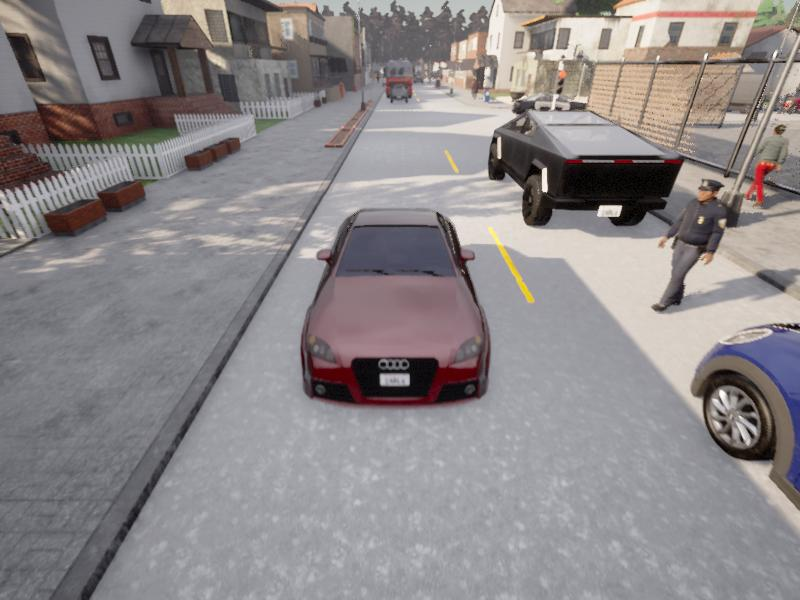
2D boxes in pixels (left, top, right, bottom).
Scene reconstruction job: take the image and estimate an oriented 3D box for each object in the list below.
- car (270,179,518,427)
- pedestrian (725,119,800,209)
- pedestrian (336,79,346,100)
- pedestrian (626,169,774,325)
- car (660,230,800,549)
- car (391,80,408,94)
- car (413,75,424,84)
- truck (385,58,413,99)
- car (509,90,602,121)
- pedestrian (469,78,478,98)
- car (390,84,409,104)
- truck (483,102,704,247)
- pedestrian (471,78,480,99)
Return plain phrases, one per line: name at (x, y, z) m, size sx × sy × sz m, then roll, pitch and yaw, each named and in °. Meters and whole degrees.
car at (-0.048, -0.409, 5.373) m, size 1.994 × 1.385 × 4.181 m, roll 0°, pitch 30°, yaw 0°
pedestrian at (8.617, -3.188, 9.407) m, size 0.751 × 1.860 × 0.751 m, roll 8°, pitch 31°, yaw 13°
pedestrian at (-5.786, -20.783, 39.533) m, size 0.751 × 1.860 × 0.751 m, roll 0°, pitch 30°, yaw 0°
pedestrian at (3.870, -0.692, 5.328) m, size 0.751 × 1.860 × 0.751 m, roll -7°, pitch 31°, yaw -11°
car at (3.955, 1.287, 2.050) m, size 2.097 × 1.767 × 4.553 m, roll 0°, pitch 30°, yaw 0°
car at (-0.101, -28.553, 53.491) m, size 2.163 × 1.488 × 4.792 m, roll 0°, pitch 30°, yaw 0°
car at (3.868, -45.538, 82.556) m, size 2.038 × 1.542 × 4.974 m, roll 0°, pitch 30°, yaw 0°
truck at (-0.097, -25.277, 45.552) m, size 2.891 × 3.827 × 8.468 m, roll 0°, pitch 30°, yaw 0°
car at (10.193, -12.979, 26.659) m, size 5.238 × 1.638 × 1.930 m, roll 2°, pitch 30°, yaw 4°
pedestrian at (7.884, -22.786, 42.973) m, size 0.751 × 1.860 × 0.751 m, roll 4°, pitch 30°, yaw 6°
car at (-0.076, -20.125, 38.976) m, size 1.789 × 1.549 × 3.705 m, roll 0°, pitch 30°, yaw 0°
truck at (3.938, -3.528, 9.999) m, size 2.390 × 2.098 × 6.274 m, roll 0°, pitch 30°, yaw 0°
pedestrian at (7.733, -21.574, 40.896) m, size 0.751 × 1.860 × 0.751 m, roll 5°, pitch 31°, yaw 8°
